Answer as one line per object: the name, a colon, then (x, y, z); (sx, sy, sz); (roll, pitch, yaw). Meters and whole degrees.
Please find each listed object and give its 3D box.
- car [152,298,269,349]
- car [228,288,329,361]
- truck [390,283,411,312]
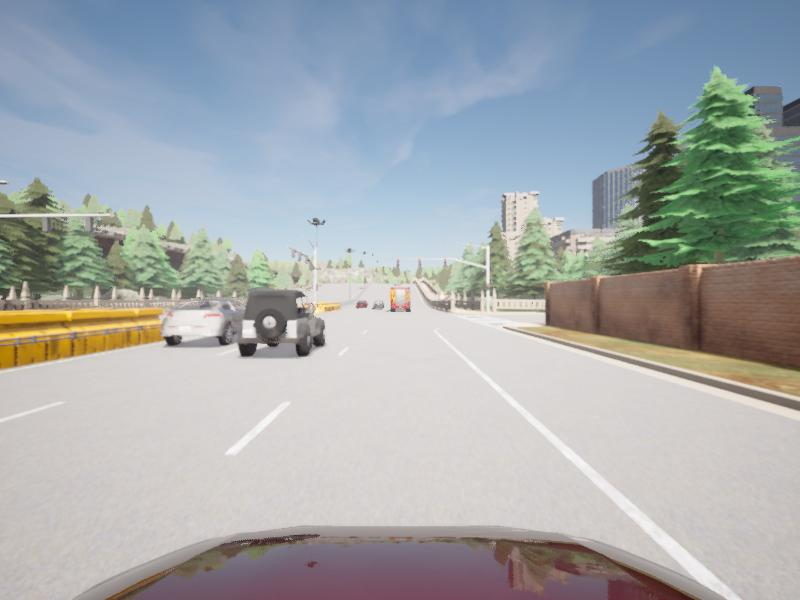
car: (-6.989, 0.773, 15.515); (2.152, 1.651, 5.027); (0, 0, 0)
car: (-3.490, 0.640, 12.280); (1.905, 1.878, 3.866); (0, 0, 0)
truck: (0.061, -0.348, 58.195); (2.891, 3.827, 8.468); (0, 0, 0)
